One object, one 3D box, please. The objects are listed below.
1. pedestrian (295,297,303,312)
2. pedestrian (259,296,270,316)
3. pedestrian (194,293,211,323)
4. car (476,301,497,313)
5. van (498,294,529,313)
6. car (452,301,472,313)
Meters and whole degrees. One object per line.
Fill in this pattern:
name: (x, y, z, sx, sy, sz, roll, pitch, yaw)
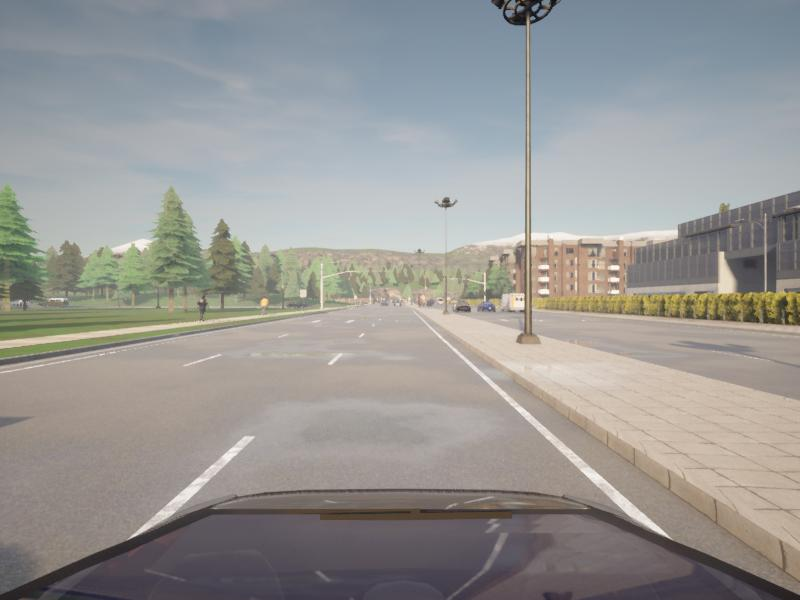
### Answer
pedestrian: (-12.404, 0.528, 49.038, 0.751, 1.860, 0.751, 0, 0, 2)
pedestrian: (-12.576, 0.518, 37.065, 0.751, 1.860, 0.751, 0, 0, 2)
pedestrian: (-12.763, 0.508, 25.847, 0.751, 1.860, 0.751, 0, 0, 1)
car: (11.755, 0.918, 54.568, 1.812, 1.442, 4.674, 0, 0, 0)
van: (15.255, 0.426, 54.148, 2.351, 2.431, 6.366, 0, 0, 0)
car: (8.250, 0.874, 53.841, 2.038, 1.542, 4.974, 0, 0, 1)
